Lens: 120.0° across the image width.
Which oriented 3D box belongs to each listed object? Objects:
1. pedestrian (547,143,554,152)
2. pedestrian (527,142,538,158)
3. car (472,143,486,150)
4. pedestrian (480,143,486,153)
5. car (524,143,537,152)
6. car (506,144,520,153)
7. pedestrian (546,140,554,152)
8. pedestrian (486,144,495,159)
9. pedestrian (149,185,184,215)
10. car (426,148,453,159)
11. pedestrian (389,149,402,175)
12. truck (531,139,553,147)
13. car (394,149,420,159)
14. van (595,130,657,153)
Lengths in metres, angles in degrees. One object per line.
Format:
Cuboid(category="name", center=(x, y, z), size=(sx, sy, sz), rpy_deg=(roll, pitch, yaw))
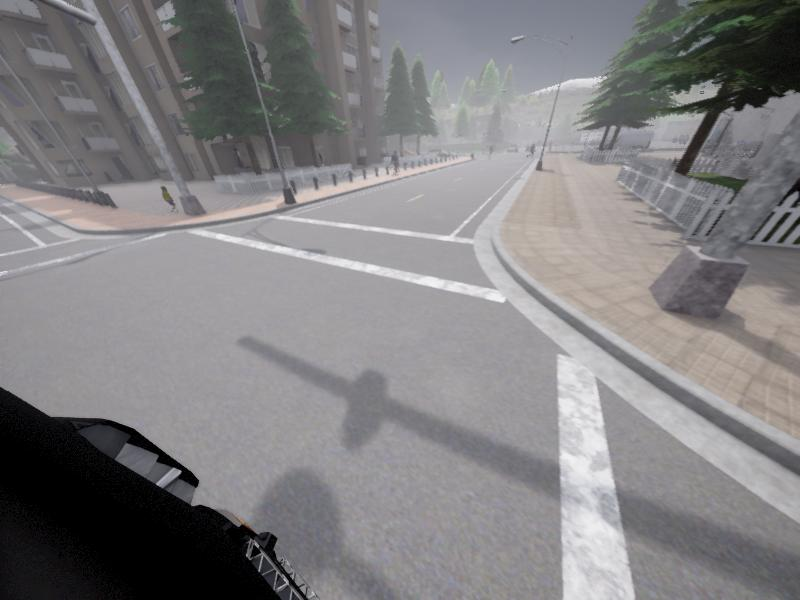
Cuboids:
Cuboid(category="pedestrian", center=(28.870, -29.269, 44.311), size=(0.751, 1.300, 0.751), rpy_deg=(12, 36, 22))
Cuboid(category="pedestrian", center=(18.932, -21.469, 33.100), size=(0.751, 1.860, 0.751), rpy_deg=(0, 34, 4))
Cuboid(category="car", center=(30.050, -58.237, 87.699), size=(4.553, 1.767, 2.097), rpy_deg=(15, 38, 25))
Cuboid(category="pedestrian", center=(17.948, -32.828, 49.918), size=(0.751, 1.860, 0.751), rpy_deg=(17, 38, 27))
Cuboid(category="car", center=(28.796, -33.566, 50.928), size=(1.837, 1.490, 4.892), rpy_deg=(15, 37, 25))
Cuboid(category="car", center=(25.336, -33.983, 51.794), size=(2.007, 1.525, 4.514), rpy_deg=(15, 37, 25))
Cuboid(category="pedestrian", center=(29.101, -29.870, 44.692), size=(0.751, 1.860, 0.751), rpy_deg=(20, 40, 31))
Cuboid(category="pedestrian", center=(13.877, -22.677, 35.311), size=(0.751, 1.860, 0.751), rpy_deg=(-28, 41, -32))
Cuboid(category="pedestrian", center=(-9.914, -4.265, 9.833), size=(0.500, 1.100, 0.500), rpy_deg=(12, 37, 22))
Cuboid(category="car", center=(7.601, -28.385, 44.714), size=(4.514, 1.525, 2.007), rpy_deg=(16, 38, 26))
Cuboid(category="pedestrian", center=(-0.369, -11.647, 19.542), size=(0.751, 1.860, 0.751), rpy_deg=(15, 38, 25))
Cuboid(category="truck", center=(49.958, -55.130, 81.197), size=(6.274, 2.098, 2.390), rpy_deg=(15, 38, 25))
Cuboid(category="car", center=(1.484, -30.074, 47.718), size=(5.008, 1.535, 1.882), rpy_deg=(15, 38, 25))
Cuboid(category="van", center=(33.973, -23.921, 35.039), size=(5.915, 2.561, 1.988), rpy_deg=(15, 38, 25))
